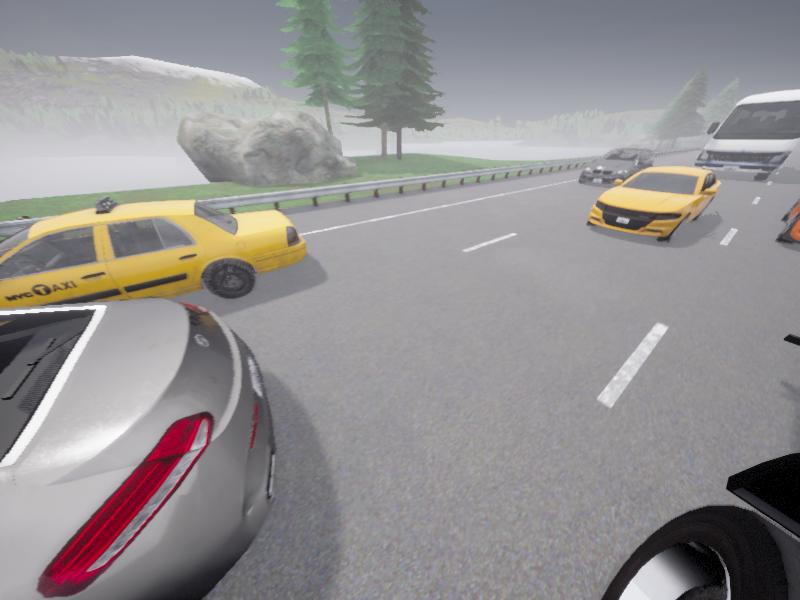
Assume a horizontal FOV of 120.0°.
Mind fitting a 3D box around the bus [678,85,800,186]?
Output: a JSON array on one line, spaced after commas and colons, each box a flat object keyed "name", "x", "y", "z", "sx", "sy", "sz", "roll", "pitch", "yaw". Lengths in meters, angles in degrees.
[{"name": "bus", "x": 23.528, "y": -10.571, "z": 14.981, "sx": 10.273, "sy": 4.253, "sz": 3.944, "roll": -23, "pitch": 41, "yaw": -28}]

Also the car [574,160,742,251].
[{"name": "car", "x": 7.713, "y": -3.085, "z": 6.875, "sx": 5.008, "sy": 1.535, "sz": 1.882, "roll": -22, "pitch": 41, "yaw": -28}]

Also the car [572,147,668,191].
[{"name": "car", "x": 12.254, "y": -7.455, "z": 12.907, "sx": 4.611, "sy": 1.667, "sz": 2.242, "roll": -22, "pitch": 41, "yaw": -28}]

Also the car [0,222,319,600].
[{"name": "car", "x": -3.228, "y": 1.338, "z": 0.630, "sx": 5.027, "sy": 1.651, "sz": 2.152, "roll": -22, "pitch": 41, "yaw": -28}]

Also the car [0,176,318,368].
[{"name": "car", "x": -4.346, "y": -0.652, "z": 3.497, "sx": 5.366, "sy": 1.575, "sz": 1.801, "roll": -22, "pitch": 41, "yaw": -28}]

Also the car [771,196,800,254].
[{"name": "car", "x": 11.417, "y": -2.238, "z": 5.415, "sx": 4.553, "sy": 1.767, "sz": 2.097, "roll": -22, "pitch": 41, "yaw": -28}]
